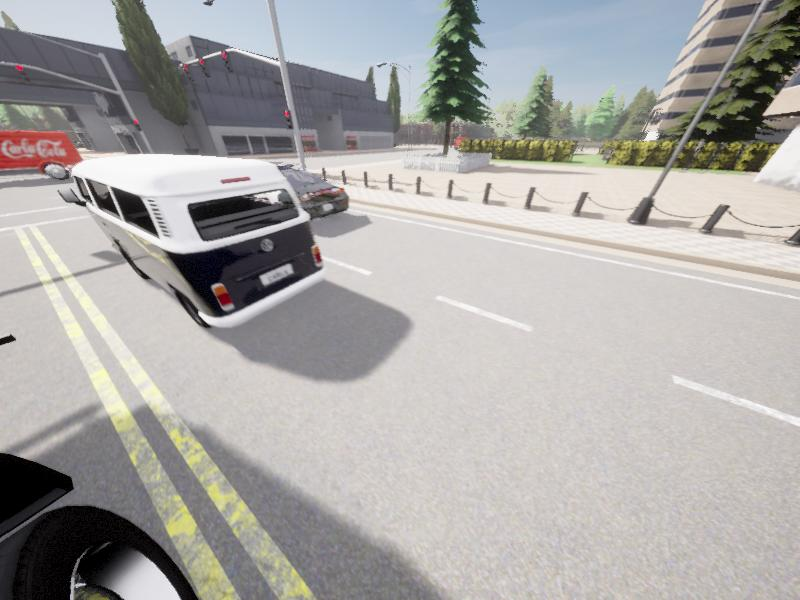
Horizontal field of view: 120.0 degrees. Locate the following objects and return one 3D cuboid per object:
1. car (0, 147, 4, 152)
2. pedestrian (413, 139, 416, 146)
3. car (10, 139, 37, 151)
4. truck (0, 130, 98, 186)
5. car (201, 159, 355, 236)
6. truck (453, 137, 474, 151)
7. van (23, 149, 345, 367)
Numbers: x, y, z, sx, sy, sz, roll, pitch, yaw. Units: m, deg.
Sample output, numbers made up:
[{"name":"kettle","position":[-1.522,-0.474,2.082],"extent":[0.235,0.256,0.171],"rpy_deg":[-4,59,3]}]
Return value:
[{"name":"car","position":[-66.305,-24.695,37.195],"extent":[4.181,1.385,1.994],"rpy_deg":[21,40,27]},{"name":"pedestrian","position":[4.362,-47.905,70.318],"extent":[0.751,1.860,0.751],"rpy_deg":[13,37,18]},{"name":"car","position":[-65.177,-26.804,40.004],"extent":[3.988,1.617,1.851],"rpy_deg":[23,41,28]},{"name":"truck","position":[-22.096,-8.063,13.035],"extent":[2.627,2.467,5.204],"rpy_deg":[21,40,26]},{"name":"car","position":[-4.155,-3.726,7.866],"extent":[4.974,1.542,2.038],"rpy_deg":[21,40,27]},{"name":"truck","position":[14.857,-36.539,54.013],"extent":[2.627,2.467,5.204],"rpy_deg":[21,40,26]},{"name":"van","position":[-3.423,-1.238,3.886],"extent":[4.480,2.038,2.069],"rpy_deg":[21,40,26]}]
